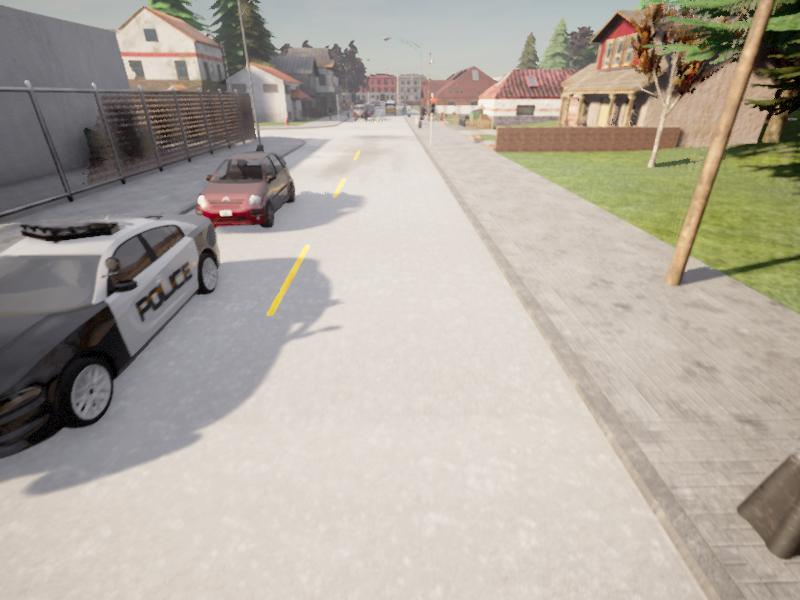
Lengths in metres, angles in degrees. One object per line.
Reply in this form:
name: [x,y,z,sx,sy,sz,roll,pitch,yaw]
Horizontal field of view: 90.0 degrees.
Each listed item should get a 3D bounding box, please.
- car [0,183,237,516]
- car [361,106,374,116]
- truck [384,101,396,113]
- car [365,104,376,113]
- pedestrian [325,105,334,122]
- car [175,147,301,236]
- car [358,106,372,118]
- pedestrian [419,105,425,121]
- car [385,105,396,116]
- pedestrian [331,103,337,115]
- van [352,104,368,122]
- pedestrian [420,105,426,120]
car: [-4.106,-0.155,5.181,1.930,1.638,5.238,-1,27,-2]
car: [-5.657,-33.426,70.638,1.994,1.385,4.181,-1,27,-1]
truck: [-1.968,-40.093,82.886,2.390,2.098,6.274,-1,27,-1]
car: [-5.909,-38.636,80.661,1.845,1.501,3.633,-1,27,-1]
pedestrian: [-8.856,-23.577,50.530,0.751,1.860,0.751,4,27,7]
car: [-4.179,-3.184,11.151,1.851,1.617,3.988,-1,27,-1]
car: [-5.487,-29.616,63.003,2.007,1.525,4.514,-1,27,-1]
pedestrian: [2.783,-23.904,51.166,0.751,1.860,0.751,1,27,2]
car: [-1.665,-33.696,70.980,1.882,1.535,5.008,-1,27,-1]
pedestrian: [-10.972,-31.997,67.017,0.751,1.860,0.751,0,27,0]
van: [-5.257,-25.007,53.473,1.775,1.987,4.442,-1,27,-1]
pedestrian: [3.071,-24.835,52.990,0.751,1.860,0.751,3,27,6]
